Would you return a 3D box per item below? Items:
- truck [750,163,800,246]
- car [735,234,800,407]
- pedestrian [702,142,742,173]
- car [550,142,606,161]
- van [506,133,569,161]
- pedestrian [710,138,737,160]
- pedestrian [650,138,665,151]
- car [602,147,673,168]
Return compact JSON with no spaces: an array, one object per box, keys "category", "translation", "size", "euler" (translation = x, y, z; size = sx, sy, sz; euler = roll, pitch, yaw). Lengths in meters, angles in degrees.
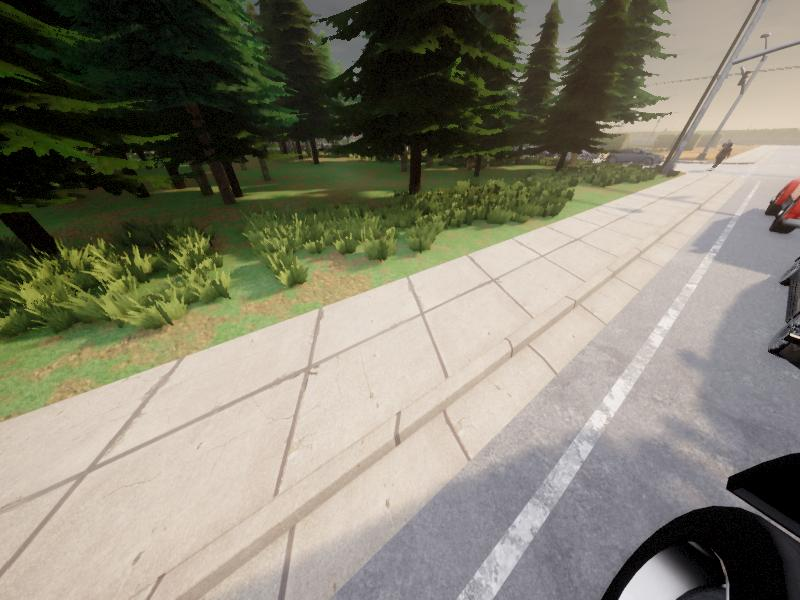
[{"category":"truck","translation":[12.429,-3.013,5.960],"size":[5.204,2.467,2.627],"euler":[-23,41,-28]},{"category":"car","translation":[6.440,-0.039,2.633],"size":[4.902,1.511,2.128],"euler":[-22,41,-28]},{"category":"pedestrian","translation":[23.338,-10.323,16.792],"size":[0.751,1.860,0.751],"euler":[-12,37,-16]},{"category":"car","translation":[21.445,-18.068,28.015],"size":[2.242,1.667,4.611],"euler":[-22,41,-28]},{"category":"van","translation":[16.631,-18.841,28.389],"size":[1.988,2.561,5.915],"euler":[-22,40,-28]},{"category":"pedestrian","translation":[33.565,-15.656,23.998],"size":[0.751,1.860,0.751],"euler":[22,41,28]},{"category":"pedestrian","translation":[45.098,-27.318,40.464],"size":[0.751,1.860,0.751],"euler":[2,35,3]},{"category":"car","translation":[22.404,-13.635,21.977],"size":[1.994,1.385,4.181],"euler":[-22,41,-28]}]
